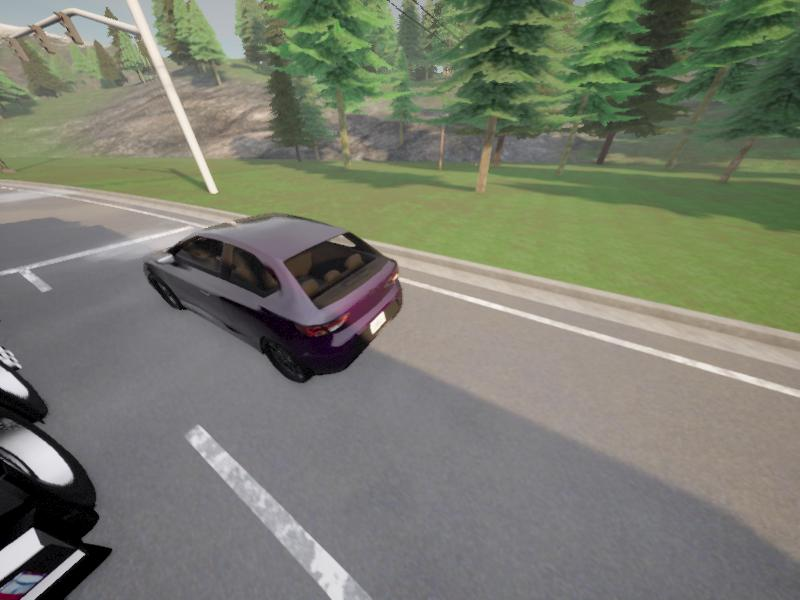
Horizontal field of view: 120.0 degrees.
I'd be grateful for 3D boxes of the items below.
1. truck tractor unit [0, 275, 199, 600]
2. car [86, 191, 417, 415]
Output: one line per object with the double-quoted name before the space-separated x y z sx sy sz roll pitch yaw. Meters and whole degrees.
"truck tractor unit" -5.132 -0.280 0.749 6.516 4.208 3.053 18 39 23
"car" -2.058 -0.483 3.411 4.193 1.474 1.816 18 39 24
